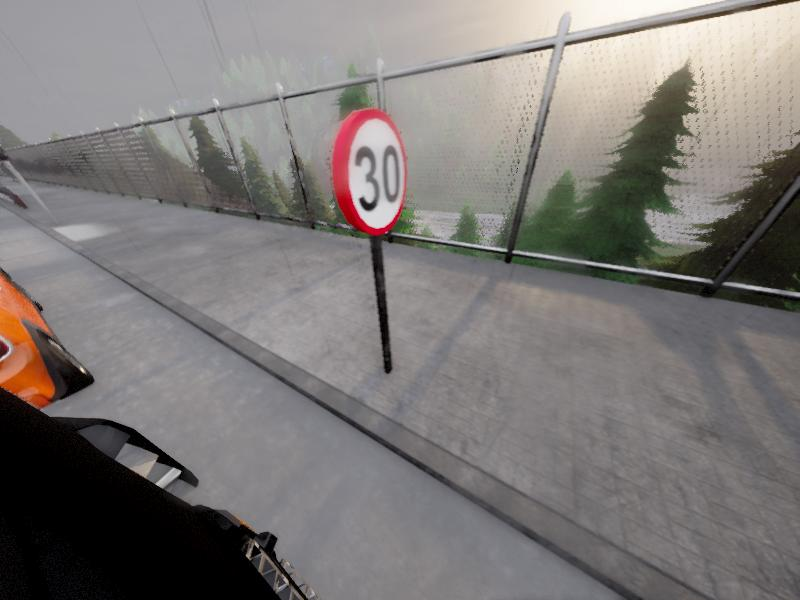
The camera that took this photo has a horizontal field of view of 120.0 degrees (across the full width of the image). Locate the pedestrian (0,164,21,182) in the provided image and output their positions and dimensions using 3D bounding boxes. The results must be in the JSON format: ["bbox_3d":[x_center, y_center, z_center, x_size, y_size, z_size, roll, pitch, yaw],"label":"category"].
[{"bbox_3d":[-47.928,-15.587,28.270,0.751,1.860,0.751,16,38,25],"label":"pedestrian"}]

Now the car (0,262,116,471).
[{"bbox_3d":[-5.501,0.283,2.171,4.553,1.767,2.097,16,38,26],"label":"car"}]
